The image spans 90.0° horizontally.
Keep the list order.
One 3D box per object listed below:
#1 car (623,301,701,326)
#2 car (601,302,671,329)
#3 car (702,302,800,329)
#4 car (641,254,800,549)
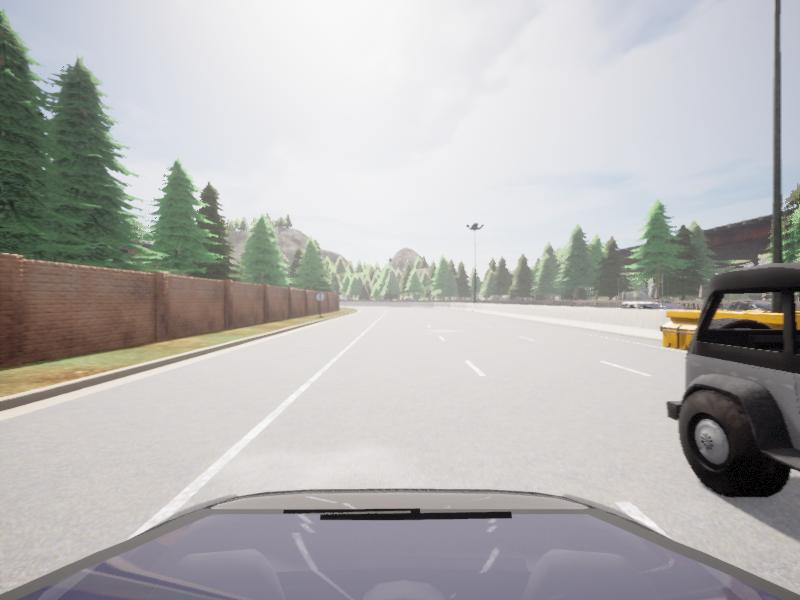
[{"bbox_3d":[17.501,0.844,27.092,2.038,1.542,4.974,0,0,0],"label":"car"},{"bbox_3d":[13.999,0.867,24.023,1.970,1.475,3.806,0,0,0],"label":"car"},{"bbox_3d":[21.000,0.859,24.157,1.837,1.490,4.892,0,0,0],"label":"car"},{"bbox_3d":[3.498,0.648,2.297,1.905,1.878,3.866,0,0,0],"label":"car"}]
